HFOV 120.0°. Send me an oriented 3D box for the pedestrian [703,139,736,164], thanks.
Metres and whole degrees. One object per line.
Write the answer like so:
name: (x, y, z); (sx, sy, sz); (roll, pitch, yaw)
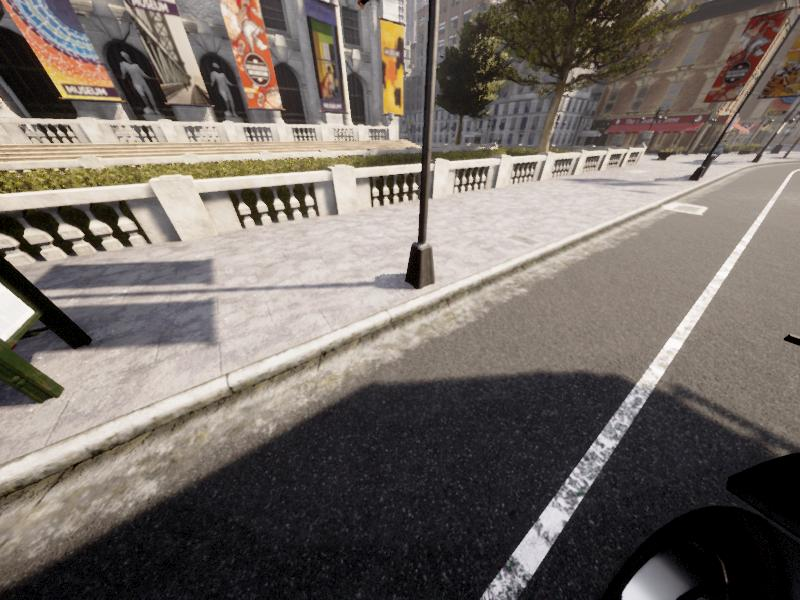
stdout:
pedestrian: (28.425, -13.232, 20.587); (0.751, 1.860, 0.751); (-15, 38, -20)
